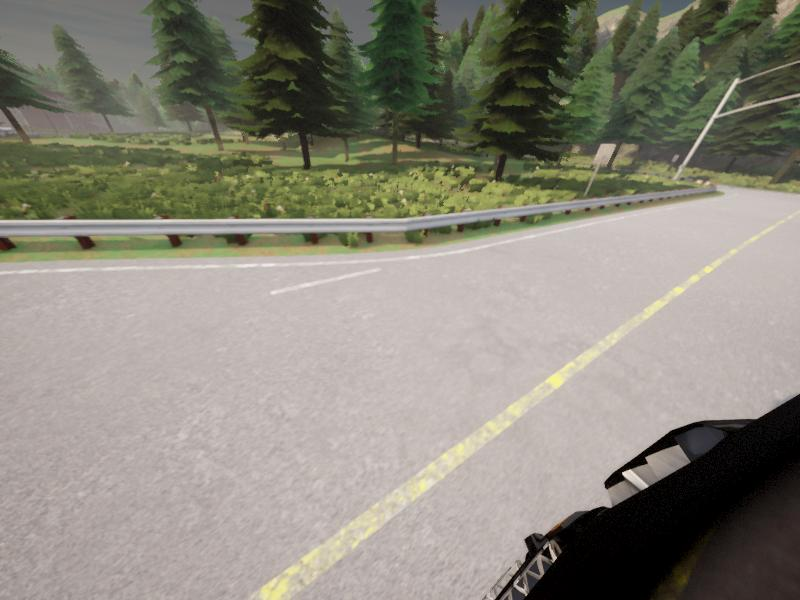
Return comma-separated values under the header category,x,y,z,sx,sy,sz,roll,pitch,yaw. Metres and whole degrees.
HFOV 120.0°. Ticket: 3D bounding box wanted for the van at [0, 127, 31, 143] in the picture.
category,x,y,z,sx,sy,sz,roll,pitch,yaw
van,-64.175,-26.948,37.708,2.069,2.038,4.480,-16,38,-26
